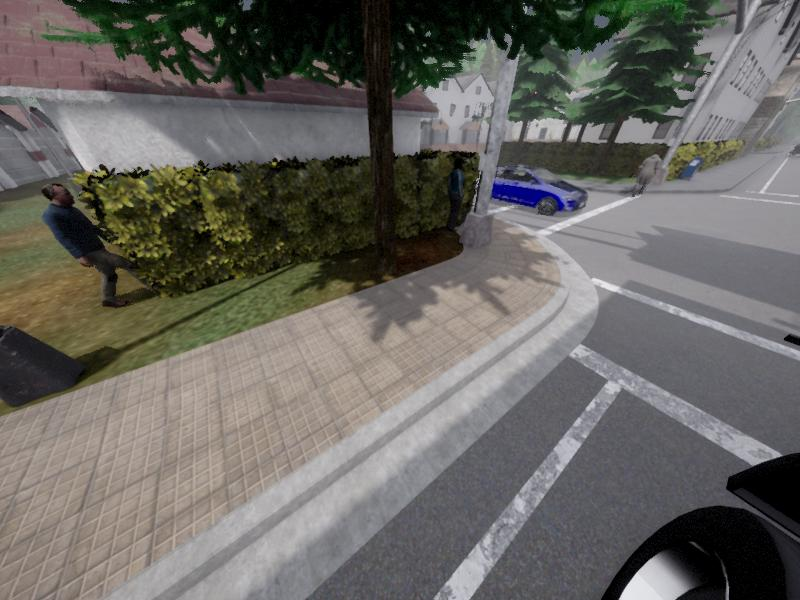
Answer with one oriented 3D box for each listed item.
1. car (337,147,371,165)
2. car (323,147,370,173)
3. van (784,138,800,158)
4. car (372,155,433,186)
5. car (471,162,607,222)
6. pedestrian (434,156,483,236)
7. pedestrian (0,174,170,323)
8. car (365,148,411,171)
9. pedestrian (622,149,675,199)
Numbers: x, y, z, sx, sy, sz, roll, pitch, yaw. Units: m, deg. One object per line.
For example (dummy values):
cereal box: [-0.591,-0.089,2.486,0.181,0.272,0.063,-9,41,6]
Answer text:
car: [-5.450,-17.003,27.096,1.882,1.535,5.008,-22,41,-28]
car: [-5.073,-13.178,21.588,2.152,1.651,5.027,-22,41,-28]
van: [49.963,-18.256,27.734,2.069,2.038,4.480,25,42,27]
car: [0.020,-8.892,15.690,1.994,1.385,4.181,-22,40,-28]
car: [5.278,-4.598,9.459,1.816,1.474,4.193,-22,40,-28]
pedestrian: [1.533,-2.846,6.358,0.751,1.860,0.751,-15,38,-19]
pedestrian: [-4.432,-0.717,3.360,0.751,1.860,0.751,-19,39,-24]
car: [-1.235,-13.526,22.130,1.882,1.535,5.008,-22,41,-28]
pedestrian: [11.156,-5.680,10.444,0.751,1.860,0.751,-21,40,-27]
